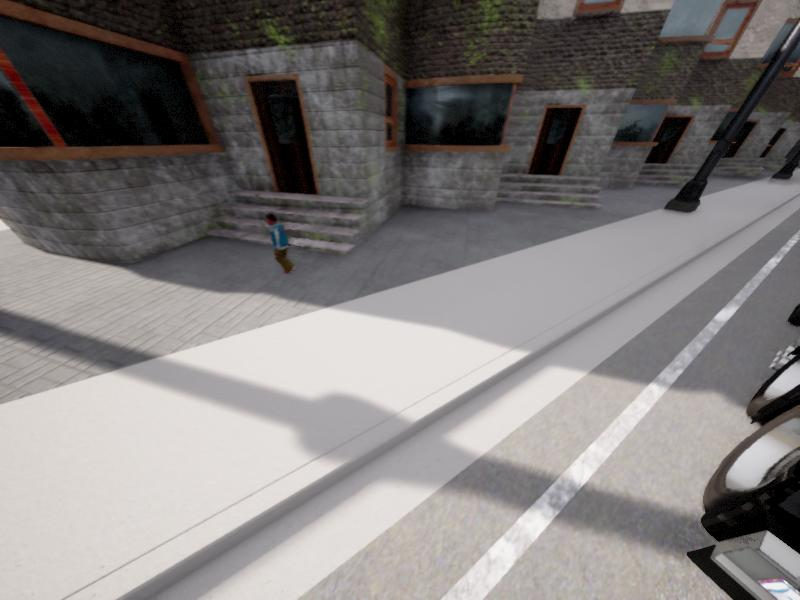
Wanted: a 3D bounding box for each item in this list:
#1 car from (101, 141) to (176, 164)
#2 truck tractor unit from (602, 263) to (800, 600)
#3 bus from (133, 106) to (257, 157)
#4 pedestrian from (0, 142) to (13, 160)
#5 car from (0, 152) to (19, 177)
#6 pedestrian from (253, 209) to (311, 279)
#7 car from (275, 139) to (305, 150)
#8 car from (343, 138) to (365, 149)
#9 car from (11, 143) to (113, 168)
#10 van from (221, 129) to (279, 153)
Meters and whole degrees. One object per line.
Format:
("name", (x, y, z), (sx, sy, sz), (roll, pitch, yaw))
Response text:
("car", (-23.131, -13.280, 20.688), (1.970, 1.475, 3.806), (9, 37, 12))
("truck tractor unit", (5.115, -0.292, 0.798), (6.516, 4.208, 3.053), (-18, 39, -24))
("bus", (-23.814, -20.530, 28.274), (3.944, 4.253, 10.273), (9, 37, 12))
("pedestrian", (-36.573, -13.776, 20.808), (0.751, 1.860, 0.751), (5, 35, 6))
("car", (-25.755, -7.551, 12.881), (1.816, 1.474, 4.193), (9, 37, 12))
("pedestrian", (-2.024, -0.979, 4.082), (0.500, 1.100, 0.500), (0, 35, -1))
("car", (-17.726, -25.258, 37.458), (1.812, 1.442, 4.674), (8, 35, 10))
("car", (-8.487, -29.047, 42.941), (2.242, 1.667, 4.611), (9, 35, 12))
("car", (-27.348, -11.941, 18.973), (1.994, 1.385, 4.181), (9, 37, 12))
("van", (-19.639, -21.228, 30.844), (2.351, 2.431, 6.366), (9, 36, 12))
